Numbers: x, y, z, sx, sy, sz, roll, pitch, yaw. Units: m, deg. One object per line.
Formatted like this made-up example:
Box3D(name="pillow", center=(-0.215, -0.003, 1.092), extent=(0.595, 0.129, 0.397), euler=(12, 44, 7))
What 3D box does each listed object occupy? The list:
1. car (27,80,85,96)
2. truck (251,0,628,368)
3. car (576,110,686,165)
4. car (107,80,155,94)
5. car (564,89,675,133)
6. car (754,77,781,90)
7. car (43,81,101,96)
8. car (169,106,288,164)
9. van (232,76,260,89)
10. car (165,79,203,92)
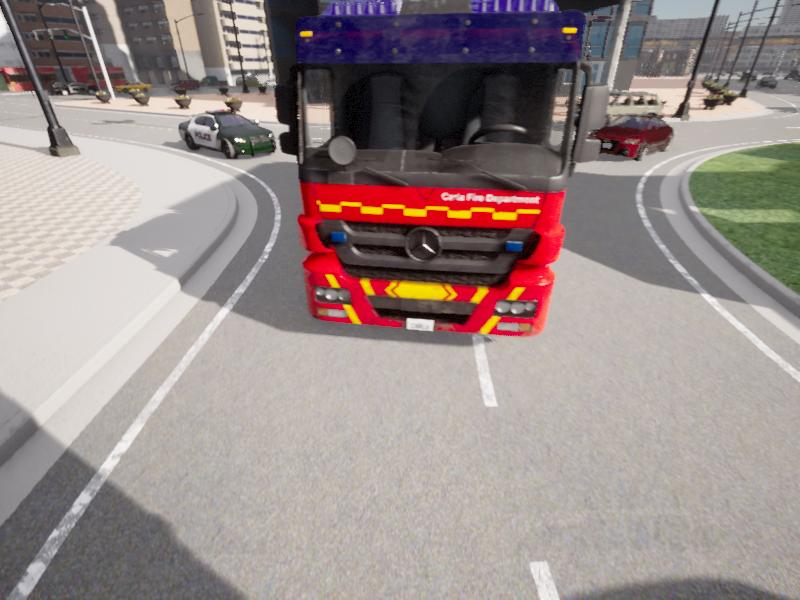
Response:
Box3D(name="car", center=(-45.598, -28.228, 53.196), extent=(1.930, 1.638, 5.238), euler=(15, 33, 24))
Box3D(name="truck", center=(0.845, -3.076, 7.473), extent=(2.891, 3.827, 8.468), euler=(4, 30, 7))
Box3D(name="car", center=(8.991, -6.405, 15.532), extent=(4.181, 1.385, 1.994), euler=(-24, 38, -34))
Box3D(name="car", center=(-38.631, -30.749, 57.698), extent=(1.801, 1.575, 5.366), euler=(16, 33, 25))
Box3D(name="car", center=(11.609, -10.132, 21.383), extent=(4.605, 1.855, 1.932), euler=(-6, 31, -9))
Box3D(name="car", center=(52.140, -30.806, 56.812), extent=(1.837, 1.490, 4.892), euler=(17, 35, 27))
Box3D(name="car", center=(-42.431, -27.478, 51.901), extent=(1.930, 1.638, 5.238), euler=(16, 33, 25))
Box3D(name="car", center=(-6.993, -6.828, 16.215), extent=(4.974, 1.542, 2.038), euler=(23, 38, 34))
Box3D(name="van", center=(-28.273, -39.886, 73.443), extent=(1.775, 1.987, 4.442), euler=(16, 33, 25))
Box3D(name="car", center=(-34.472, -34.378, 64.045), extent=(2.033, 1.649, 4.856), euler=(16, 33, 25))
